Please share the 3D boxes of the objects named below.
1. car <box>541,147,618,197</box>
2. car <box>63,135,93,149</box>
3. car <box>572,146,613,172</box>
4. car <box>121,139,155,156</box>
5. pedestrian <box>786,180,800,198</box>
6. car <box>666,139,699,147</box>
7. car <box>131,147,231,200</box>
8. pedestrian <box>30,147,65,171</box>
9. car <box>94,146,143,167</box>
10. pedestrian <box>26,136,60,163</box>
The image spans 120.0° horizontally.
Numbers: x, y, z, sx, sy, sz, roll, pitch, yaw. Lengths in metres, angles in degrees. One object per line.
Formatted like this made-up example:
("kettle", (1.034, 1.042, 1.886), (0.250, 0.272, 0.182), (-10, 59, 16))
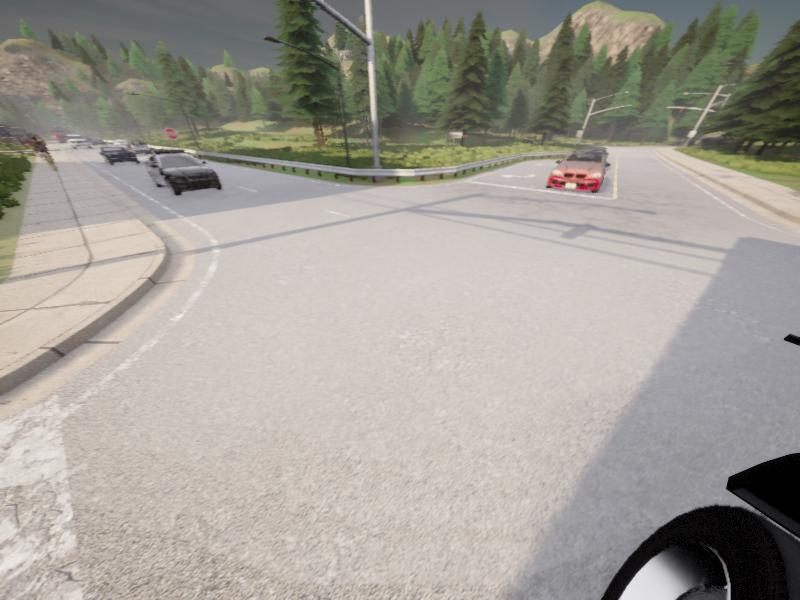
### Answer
("car", (9.187, -6.688, 11.740), (2.242, 1.667, 4.611), (24, 42, 30))
("car", (-57.671, -28.360, 41.361), (5.566, 2.045, 2.150), (25, 43, 30))
("car", (15.247, -11.209, 18.218), (1.816, 1.474, 4.193), (24, 42, 30))
("car", (-33.657, -19.607, 29.647), (3.988, 1.617, 1.851), (25, 43, 30))
("pedestrian", (16.320, -4.667, 9.140), (0.500, 1.100, 0.500), (28, 44, 33))
("car", (64.147, -35.717, 52.515), (4.674, 1.442, 1.812), (1, 36, 2))
("car", (-10.646, -6.288, 11.178), (5.238, 1.638, 1.930), (25, 43, 30))
("pedestrian", (-23.659, -9.457, 15.527), (0.751, 1.300, 0.751), (26, 43, 31))
("car", (-25.247, -12.951, 20.686), (4.718, 1.301, 1.895), (25, 43, 30))
("pedestrian", (-30.813, -12.999, 19.946), (0.751, 1.860, 0.751), (24, 42, 29))
